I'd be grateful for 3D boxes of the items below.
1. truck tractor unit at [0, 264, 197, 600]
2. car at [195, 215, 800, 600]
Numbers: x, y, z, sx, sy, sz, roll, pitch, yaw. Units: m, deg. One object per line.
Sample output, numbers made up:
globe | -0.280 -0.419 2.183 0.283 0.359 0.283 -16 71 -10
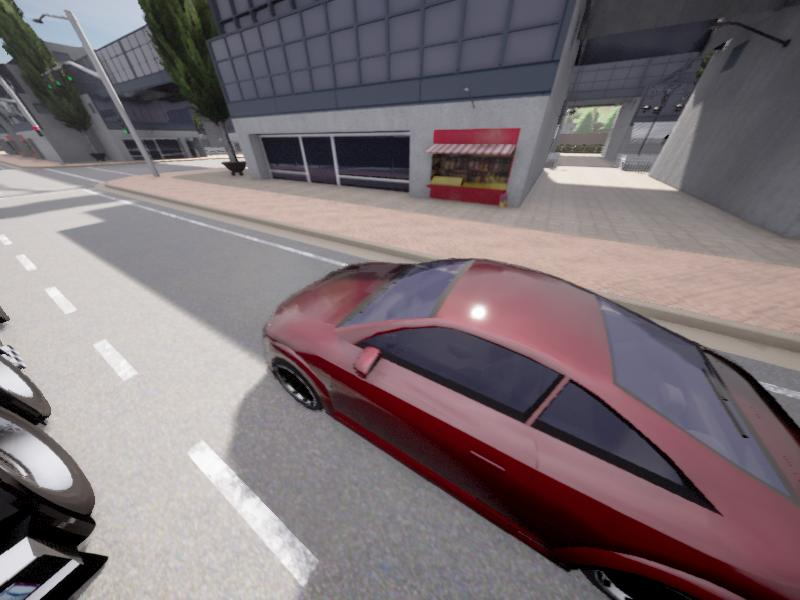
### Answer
truck tractor unit | -5.111 -0.301 0.780 6.516 4.208 3.053 18 39 24
car | 0.570 0.411 2.205 4.181 1.385 1.994 18 39 24
